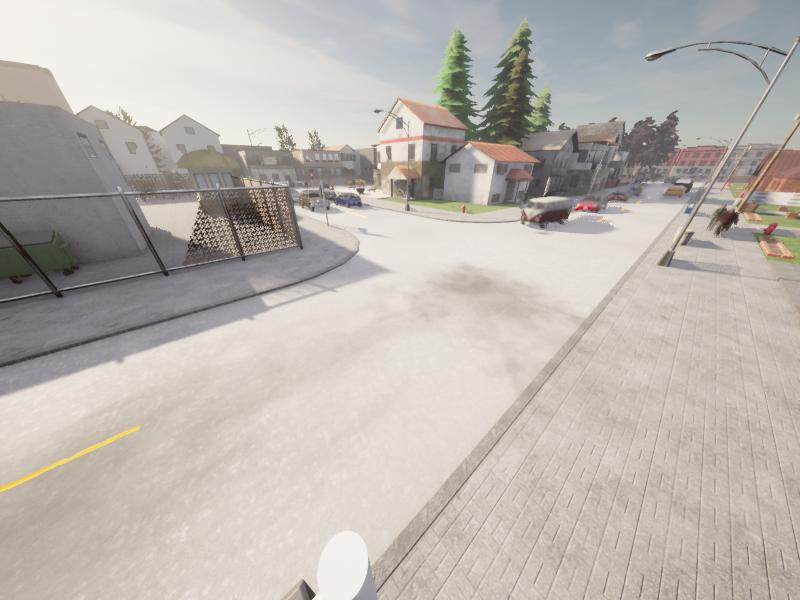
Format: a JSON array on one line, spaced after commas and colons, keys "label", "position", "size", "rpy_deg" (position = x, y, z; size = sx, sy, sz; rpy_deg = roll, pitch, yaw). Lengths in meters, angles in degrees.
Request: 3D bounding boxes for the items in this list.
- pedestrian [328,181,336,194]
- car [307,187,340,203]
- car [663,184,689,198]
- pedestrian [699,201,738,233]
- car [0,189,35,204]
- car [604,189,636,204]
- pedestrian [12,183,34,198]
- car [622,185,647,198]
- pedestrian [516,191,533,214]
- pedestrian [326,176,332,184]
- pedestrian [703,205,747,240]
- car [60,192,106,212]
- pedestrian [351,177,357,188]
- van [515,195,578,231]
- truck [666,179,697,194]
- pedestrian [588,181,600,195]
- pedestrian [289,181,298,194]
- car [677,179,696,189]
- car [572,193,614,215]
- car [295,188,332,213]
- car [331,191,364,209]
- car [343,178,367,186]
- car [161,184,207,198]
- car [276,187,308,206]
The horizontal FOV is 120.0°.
[{"label": "pedestrian", "position": [-11.035, -18.315, 37.596], "size": [0.751, 1.860, 0.751], "rpy_deg": [22, 36, 32]}, {"label": "car", "position": [-10.279, -14.123, 30.987], "size": [2.163, 1.488, 4.792], "rpy_deg": [-23, 37, -34]}, {"label": "car", "position": [43.075, -17.075, 36.043], "size": [5.008, 1.535, 1.882], "rpy_deg": [-23, 37, -34]}, {"label": "pedestrian", "position": [21.257, -5.534, 15.474], "size": [0.751, 1.860, 0.751], "rpy_deg": [24, 38, 35]}, {"label": "car", "position": [-50.239, -12.762, 28.616], "size": [4.892, 1.490, 1.837], "rpy_deg": [-23, 37, -34]}, {"label": "car", "position": [28.935, -13.685, 30.341], "size": [4.181, 1.385, 1.994], "rpy_deg": [-23, 37, -34]}, {"label": "pedestrian", "position": [-53.517, -15.522, 32.774], "size": [0.751, 1.860, 0.751], "rpy_deg": [-22, 37, -34]}, {"label": "car", "position": [35.917, -16.682, 35.370], "size": [3.633, 1.501, 1.845], "rpy_deg": [-23, 37, -34]}, {"label": "pedestrian", "position": [11.844, -9.319, 22.032], "size": [0.751, 1.860, 0.751], "rpy_deg": [-25, 38, -36]}, {"label": "pedestrian", "position": [-17.928, -30.260, 58.301], "size": [0.751, 1.860, 0.751], "rpy_deg": [-23, 37, -34]}, {"label": "pedestrian", "position": [19.669, -4.706, 14.039], "size": [0.751, 1.860, 0.751], "rpy_deg": [25, 39, 37]}, {"label": "car", "position": [-33.330, -10.450, 24.440], "size": [1.816, 1.474, 4.193], "rpy_deg": [-23, 37, -34]}, {"label": "pedestrian", "position": [-9.299, -23.718, 46.716], "size": [0.751, 1.860, 0.751], "rpy_deg": [6, 31, 10]}, {"label": "van", "position": [11.188, -6.719, 17.658], "size": [4.442, 1.987, 1.775], "rpy_deg": [-18, 35, -28]}, {"label": "truck", "position": [49.349, -19.950, 40.461], "size": [6.274, 2.098, 2.390], "rpy_deg": [-23, 37, -34]}, {"label": "pedestrian", "position": [30.889, -17.820, 36.755], "size": [0.751, 1.860, 0.751], "rpy_deg": [-17, 34, -27]}, {"label": "pedestrian", "position": [-18.045, -19.121, 39.215], "size": [0.751, 1.860, 0.751], "rpy_deg": [17, 34, 27]}, {"label": "car", "position": [60.421, -24.417, 48.690], "size": [3.988, 1.617, 1.851], "rpy_deg": [-22, 37, -33]}, {"label": "car", "position": [19.828, -9.939, 23.694], "size": [4.514, 1.525, 2.007], "rpy_deg": [-23, 37, -34]}, {"label": "car", "position": [-9.197, -10.625, 24.531], "size": [1.932, 1.855, 4.605], "rpy_deg": [-21, 36, -32]}, {"label": "car", "position": [-6.095, -11.608, 26.637], "size": [1.816, 1.474, 4.193], "rpy_deg": [-23, 37, -34]}, {"label": "car", "position": [-11.035, -29.263, 57.110], "size": [5.366, 1.575, 1.801], "rpy_deg": [-24, 37, -35]}, {"label": "car", "position": [-33.599, -17.088, 36.091], "size": [4.902, 1.511, 2.128], "rpy_deg": [-22, 37, -33]}, {"label": "car", "position": [-13.614, -13.088, 29.046], "size": [2.033, 1.649, 4.856], "rpy_deg": [-22, 37, -33]}]
